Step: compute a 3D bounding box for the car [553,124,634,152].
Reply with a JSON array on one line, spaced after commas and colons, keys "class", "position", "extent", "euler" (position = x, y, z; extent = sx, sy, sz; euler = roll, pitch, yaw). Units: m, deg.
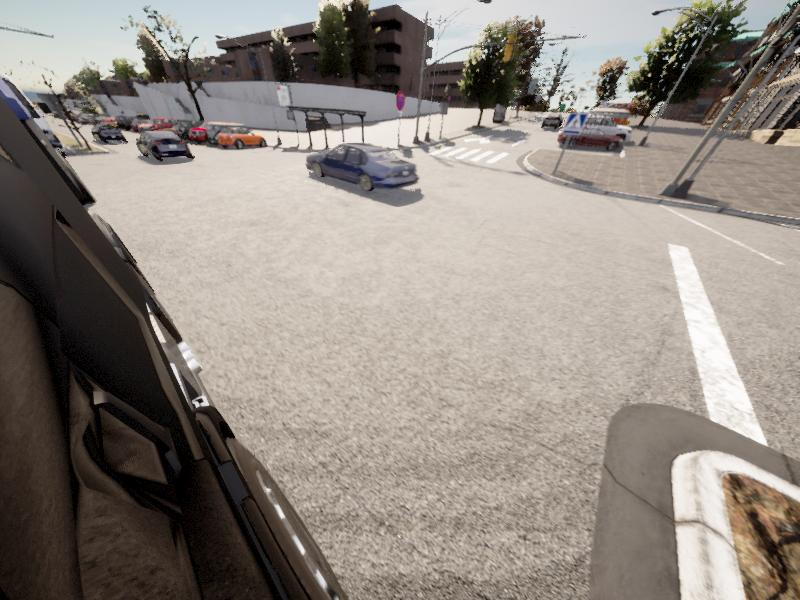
[{"class": "car", "position": [15.873, -13.536, 19.258], "extent": [4.674, 1.452, 2.002], "euler": [12, 44, 11]}]

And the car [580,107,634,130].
[{"class": "car", "position": [26.577, -23.504, 29.910], "extent": [4.442, 1.987, 1.878], "euler": [12, 44, 12]}]

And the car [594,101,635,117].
[{"class": "car", "position": [44.447, -39.725, 48.092], "extent": [5.566, 2.045, 2.435], "euler": [13, 39, 10]}]

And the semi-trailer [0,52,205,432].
[{"class": "semi-trailer", "position": [-8.811, -3.522, 4.118], "extent": [14.254, 4.402, 2.717], "euler": [27, 45, 29]}]

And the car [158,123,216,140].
[{"class": "car", "position": [-27.920, -22.264, 30.529], "extent": [1.946, 1.575, 5.366], "euler": [11, 37, 12]}]

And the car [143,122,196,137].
[{"class": "car", "position": [-32.816, -24.426, 33.140], "extent": [2.163, 1.488, 4.792], "euler": [11, 37, 12]}]

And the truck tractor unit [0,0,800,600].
[{"class": "truck tractor unit", "position": [-2.645, -0.295, 0.352], "extent": [6.516, 4.208, 3.053], "euler": [28, 44, 30]}]

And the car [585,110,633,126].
[{"class": "car", "position": [30.297, -26.536, 33.673], "extent": [4.674, 1.452, 2.002], "euler": [12, 44, 11]}]

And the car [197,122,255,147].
[{"class": "car", "position": [-18.313, -17.682, 24.684], "extent": [1.878, 1.987, 4.442], "euler": [12, 37, 12]}]

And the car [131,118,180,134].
[{"class": "car", "position": [-37.649, -26.820, 35.763], "extent": [2.185, 1.767, 4.553], "euler": [12, 37, 11]}]

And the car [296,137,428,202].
[{"class": "car", "position": [-1.717, -5.609, 9.544], "extent": [5.357, 1.411, 2.033], "euler": [29, 45, 28]}]

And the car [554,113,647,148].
[{"class": "car", "position": [17.701, -15.374, 20.861], "extent": [5.566, 2.045, 2.435], "euler": [12, 44, 12]}]

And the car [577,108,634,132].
[{"class": "car", "position": [24.772, -21.875, 28.104], "extent": [4.442, 1.987, 1.878], "euler": [12, 44, 12]}]

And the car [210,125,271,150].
[{"class": "car", "position": [-15.894, -16.486, 23.419], "extent": [2.185, 1.767, 4.553], "euler": [12, 37, 12]}]

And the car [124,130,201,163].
[{"class": "car", "position": [-15.617, -10.182, 15.169], "extent": [4.792, 1.488, 2.163], "euler": [26, 44, 29]}]

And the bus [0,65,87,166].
[{"class": "bus", "position": [-25.097, -11.639, 14.386], "extent": [10.273, 4.253, 3.944], "euler": [27, 43, 26]}]

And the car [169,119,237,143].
[{"class": "car", "position": [-23.110, -20.089, 27.532], "extent": [2.435, 2.045, 5.566], "euler": [12, 37, 12]}]

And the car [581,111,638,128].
[{"class": "car", "position": [28.669, -24.906, 31.807], "extent": [5.366, 1.575, 1.946], "euler": [12, 44, 12]}]

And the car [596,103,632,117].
[{"class": "car", "position": [42.773, -38.088, 46.291], "extent": [4.553, 1.767, 2.185], "euler": [12, 41, 10]}]

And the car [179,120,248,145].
[{"class": "car", "position": [-20.698, -18.906, 26.114], "extent": [2.435, 2.045, 5.566], "euler": [12, 37, 11]}]

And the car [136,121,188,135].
[{"class": "car", "position": [-35.237, -25.569, 34.460], "extent": [2.231, 1.521, 4.892], "euler": [12, 37, 11]}]

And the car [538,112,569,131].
[{"class": "car", "position": [19.809, -23.054, 29.705], "extent": [2.128, 1.511, 4.902], "euler": [27, 48, 26]}]

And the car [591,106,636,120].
[{"class": "car", "position": [37.622, -33.058, 40.846], "extent": [5.366, 1.575, 1.946], "euler": [12, 43, 11]}]

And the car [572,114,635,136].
[{"class": "car", "position": [23.072, -20.067, 26.441], "extent": [4.892, 1.521, 2.231], "euler": [12, 44, 12]}]

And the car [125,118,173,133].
[{"class": "car", "position": [-40.098, -27.918, 37.072], "extent": [2.185, 1.767, 4.553], "euler": [11, 37, 12]}]

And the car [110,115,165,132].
[{"class": "car", "position": [-44.930, -30.312, 39.767], "extent": [2.435, 2.045, 5.566], "euler": [11, 37, 12]}]

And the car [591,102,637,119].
[{"class": "car", "position": [39.196, -34.921, 42.535], "extent": [5.566, 2.045, 2.435], "euler": [12, 44, 11]}]

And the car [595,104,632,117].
[{"class": "car", "position": [40.971, -36.490, 44.461], "extent": [4.553, 1.767, 2.185], "euler": [12, 43, 10]}]

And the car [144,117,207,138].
[{"class": "car", "position": [-30.378, -23.514, 31.616], "extent": [2.435, 2.045, 5.566], "euler": [11, 37, 12]}]

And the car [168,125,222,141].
[{"class": "car", "position": [-25.554, -20.981, 29.045], "extent": [2.002, 1.452, 4.674], "euler": [12, 37, 12]}]

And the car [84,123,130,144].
[{"class": "car", "position": [-29.526, -16.820, 23.283], "extent": [4.193, 1.474, 1.816], "euler": [25, 43, 27]}]
